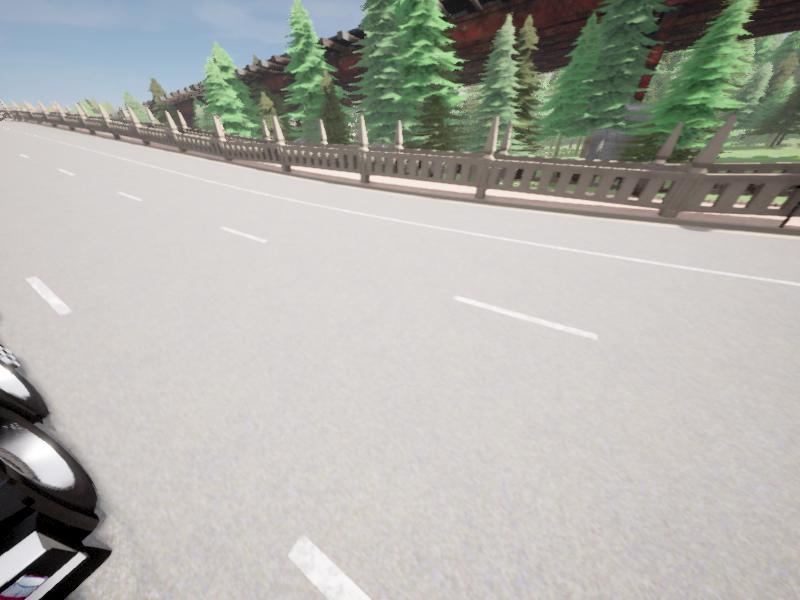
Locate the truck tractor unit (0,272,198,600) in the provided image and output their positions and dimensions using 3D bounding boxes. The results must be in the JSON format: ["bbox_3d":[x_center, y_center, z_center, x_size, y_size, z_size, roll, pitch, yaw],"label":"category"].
[{"bbox_3d":[-5.104,-0.314,0.730,6.516,4.208,3.053,19,39,23],"label":"truck tractor unit"}]
